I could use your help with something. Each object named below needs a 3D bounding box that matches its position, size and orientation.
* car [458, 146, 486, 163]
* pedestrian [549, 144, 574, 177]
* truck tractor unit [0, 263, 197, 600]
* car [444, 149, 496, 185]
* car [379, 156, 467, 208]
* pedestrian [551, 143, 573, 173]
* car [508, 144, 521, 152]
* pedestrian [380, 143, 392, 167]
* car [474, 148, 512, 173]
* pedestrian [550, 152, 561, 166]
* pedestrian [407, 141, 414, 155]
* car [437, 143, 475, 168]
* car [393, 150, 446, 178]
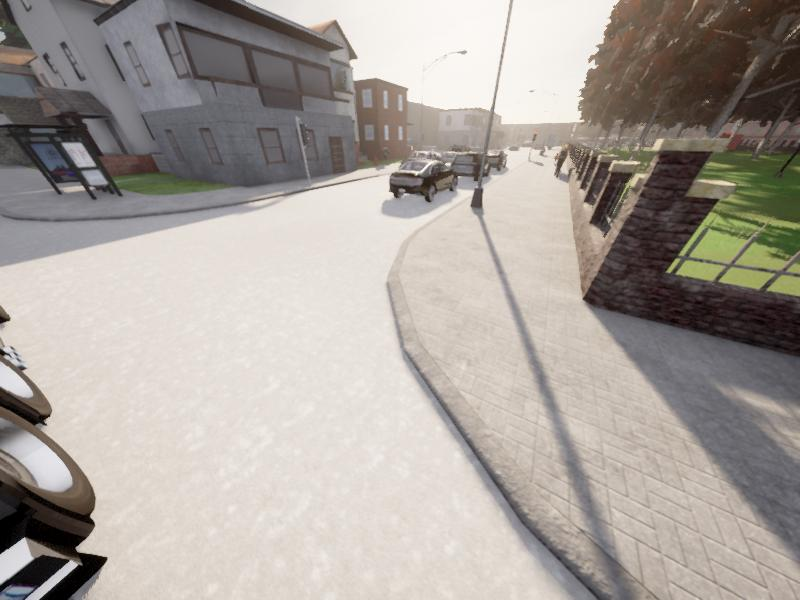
[{"bbox_3d":[8.952,-17.953,28.372,1.837,1.490,4.892,18,39,24],"label":"car"},{"bbox_3d":[10.849,-9.412,15.568,0.751,1.860,0.751,18,39,24],"label":"pedestrian"},{"bbox_3d":[-5.116,-0.293,0.792,6.516,4.208,3.053,18,39,24],"label":"truck tractor unit"},{"bbox_3d":[4.837,-9.173,15.691,2.033,1.649,4.856,17,38,23],"label":"car"},{"bbox_3d":[1.297,-5.839,11.036,2.128,1.511,4.902,18,39,24],"label":"car"},{"bbox_3d":[12.247,-10.777,17.518,0.751,1.860,0.751,18,39,24],"label":"pedestrian"},{"bbox_3d":[26.321,-34.975,53.096,1.812,1.442,4.674,18,39,24],"label":"car"},{"bbox_3d":[-1.319,-13.559,21.592,0.751,1.860,0.751,18,39,24],"label":"pedestrian"},{"bbox_3d":[8.327,-12.513,20.560,2.128,1.511,4.902,16,38,22],"label":"car"},{"bbox_3d":[14.932,-13.561,22.156,0.500,1.100,0.500,13,37,18],"label":"pedestrian"},{"bbox_3d":[1.670,-24.071,36.632,0.751,1.860,0.751,12,37,17],"label":"pedestrian"},{"bbox_3d":[5.653,-14.512,23.122,1.932,1.855,4.605,20,40,27],"label":"car"},{"bbox_3d":[1.657,-10.750,18.075,2.128,1.511,4.902,18,39,24],"label":"car"}]
